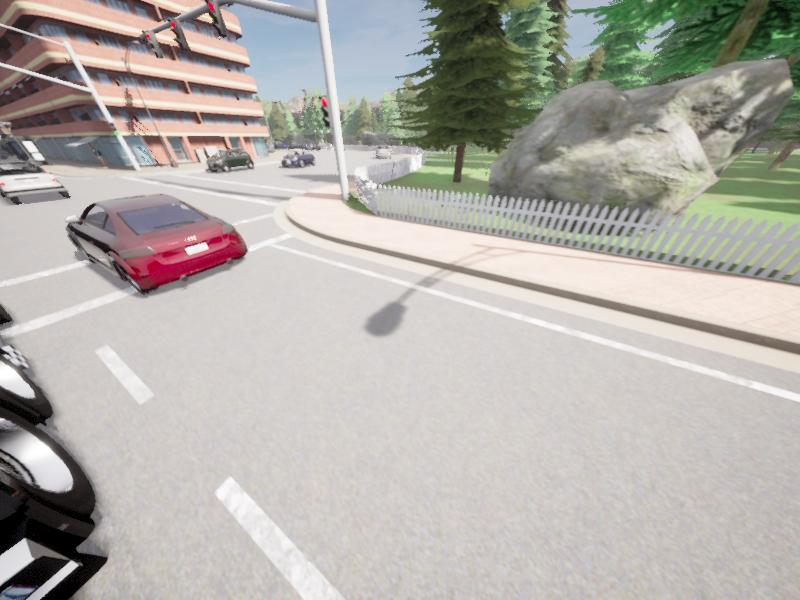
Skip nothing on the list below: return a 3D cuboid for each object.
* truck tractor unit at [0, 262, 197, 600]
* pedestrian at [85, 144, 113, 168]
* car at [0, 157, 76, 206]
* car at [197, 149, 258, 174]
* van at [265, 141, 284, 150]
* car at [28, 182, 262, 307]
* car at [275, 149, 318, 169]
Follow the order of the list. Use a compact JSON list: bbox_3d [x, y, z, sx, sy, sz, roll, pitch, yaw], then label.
[{"bbox_3d":[-5.110,-0.300,0.788,6.516,4.208,3.053,18,39,24],"label":"truck tractor unit"},{"bbox_3d":[-28.313,-13.508,21.739,0.751,1.860,0.751,20,40,27],"label":"pedestrian"},{"bbox_3d":[-18.015,-5.769,11.001,3.988,1.617,1.851,18,39,24],"label":"car"},{"bbox_3d":[-14.734,-12.063,20.021,1.789,1.549,3.705,10,36,15],"label":"car"},{"bbox_3d":[-34.495,-42.426,63.463,4.442,1.987,1.775,18,39,25],"label":"van"},{"bbox_3d":[-5.481,-1.544,5.078,4.181,1.385,1.994,18,39,24],"label":"car"},{"bbox_3d":[-10.087,-14.033,22.879,1.970,1.475,3.806,5,35,8],"label":"car"}]
